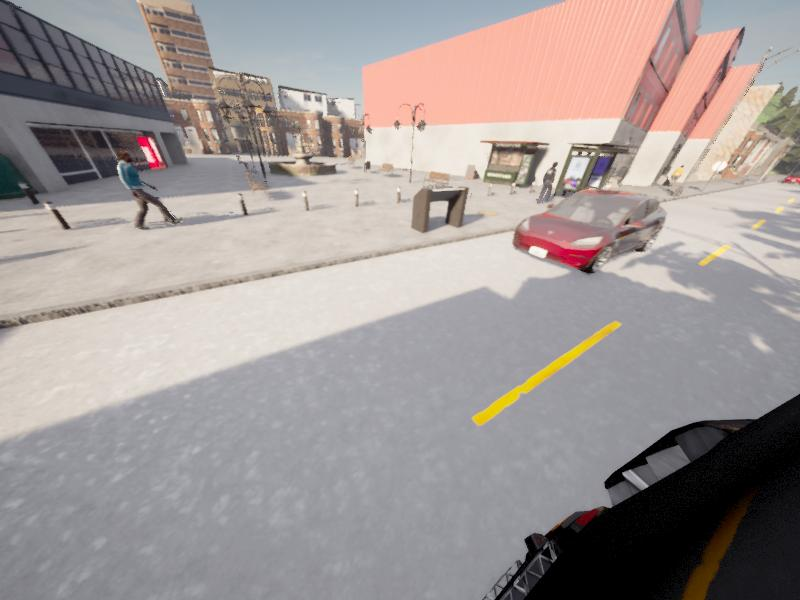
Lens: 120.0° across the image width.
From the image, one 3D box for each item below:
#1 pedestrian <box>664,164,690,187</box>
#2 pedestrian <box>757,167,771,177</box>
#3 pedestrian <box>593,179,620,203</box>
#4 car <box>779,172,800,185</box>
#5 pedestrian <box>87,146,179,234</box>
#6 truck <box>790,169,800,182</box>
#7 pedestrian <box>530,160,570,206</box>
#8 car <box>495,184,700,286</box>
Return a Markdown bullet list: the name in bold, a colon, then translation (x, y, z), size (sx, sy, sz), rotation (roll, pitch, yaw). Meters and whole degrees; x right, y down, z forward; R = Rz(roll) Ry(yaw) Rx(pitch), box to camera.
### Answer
- **pedestrian**: translation (26.320, -11.817, 21.954), size (0.751, 1.860, 0.751), rotation (-20, 40, -31)
- **pedestrian**: translation (82.042, -28.938, 52.084), size (0.751, 1.860, 0.751), rotation (-17, 38, -27)
- **pedestrian**: translation (11.295, -5.973, 12.659), size (0.500, 1.100, 0.500), rotation (4, 33, 2)
- **car**: translation (61.814, -18.983, 36.013), size (4.514, 1.525, 2.007), rotation (-17, 38, -27)
- **pedestrian**: translation (-6.531, -2.736, 5.814), size (0.751, 1.860, 0.751), rotation (-18, 39, -28)
- **truck**: translation (83.289, -25.583, 47.168), size (5.204, 2.467, 2.627), rotation (-17, 38, -27)
- **pedestrian**: translation (7.126, -5.595, 11.083), size (0.751, 1.860, 0.751), rotation (-14, 37, -24)
- **car**: translation (5.204, -2.043, 6.130), size (4.792, 1.488, 2.163), rotation (-17, 38, -27)
